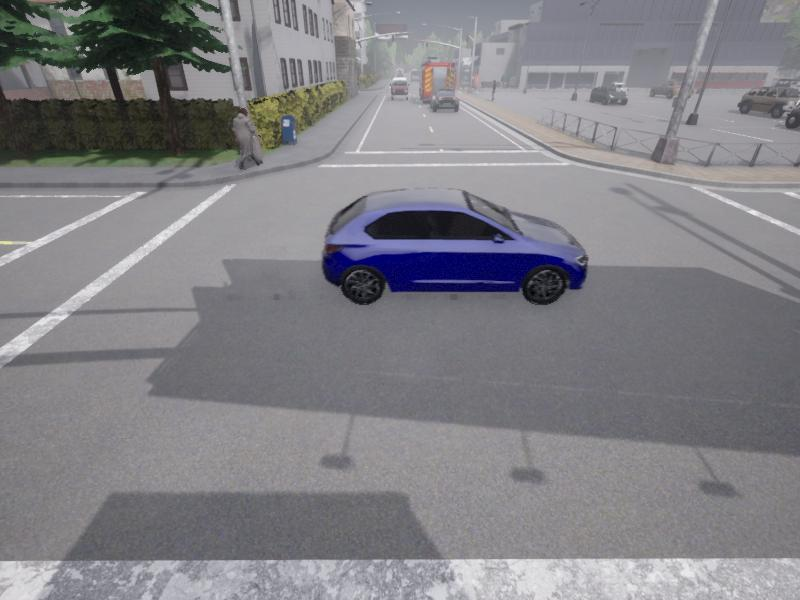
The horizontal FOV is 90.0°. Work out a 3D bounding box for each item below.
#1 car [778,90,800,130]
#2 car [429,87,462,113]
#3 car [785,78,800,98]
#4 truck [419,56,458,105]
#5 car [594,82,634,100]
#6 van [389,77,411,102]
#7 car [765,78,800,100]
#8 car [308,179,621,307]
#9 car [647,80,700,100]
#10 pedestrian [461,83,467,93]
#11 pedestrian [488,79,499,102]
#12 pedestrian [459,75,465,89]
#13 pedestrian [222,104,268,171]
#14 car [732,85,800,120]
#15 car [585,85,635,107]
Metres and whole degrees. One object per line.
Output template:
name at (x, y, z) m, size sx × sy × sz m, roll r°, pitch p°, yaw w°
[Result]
car at (22.620, -9.742, 20.762) m, size 1.905 × 1.878 × 3.866 m, roll 0°, pitch 30°, yaw 0°
car at (3.495, -15.889, 31.713) m, size 2.038 × 1.542 × 4.974 m, roll 0°, pitch 30°, yaw 0°
car at (44.679, -22.693, 42.984) m, size 1.932 × 1.855 × 4.605 m, roll 0°, pitch 30°, yaw 0°
truck at (3.503, -21.375, 38.836) m, size 2.891 × 3.827 × 8.468 m, roll 0°, pitch 30°, yaw 0°
car at (22.564, -22.177, 42.368) m, size 1.970 × 1.475 × 3.806 m, roll 0°, pitch 30°, yaw 0°
van at (-0.023, -21.670, 41.109) m, size 2.069 × 2.038 × 4.480 m, roll 0°, pitch 30°, yaw 0°
car at (41.775, -22.499, 42.612) m, size 1.905 × 1.878 × 3.866 m, roll 0°, pitch 30°, yaw 0°
car at (0.864, -0.992, 6.507) m, size 4.193 × 1.474 × 1.816 m, roll 0°, pitch 31°, yaw 0°
car at (28.980, -22.416, 42.622) m, size 2.152 × 1.636 × 5.027 m, roll 0°, pitch 30°, yaw 0°
pedestrian at (8.137, -27.097, 51.059) m, size 0.500 × 1.100 × 0.500 m, roll -9°, pitch 31°, yaw -14°
pedestrian at (8.864, -19.891, 37.962) m, size 0.751 × 1.860 × 0.751 m, roll 6°, pitch 31°, yaw 9°
pedestrian at (9.712, -34.266, 62.856) m, size 0.751 × 1.860 × 0.751 m, roll 2°, pitch 30°, yaw 3°
pedestrian at (-4.919, -5.178, 12.766) m, size 0.751 × 1.860 × 0.751 m, roll 18°, pitch 35°, yaw 28°
car at (25.886, -13.696, 27.574) m, size 1.932 × 1.855 × 4.605 m, roll 0°, pitch 30°, yaw 0°
car at (18.919, -18.561, 36.305) m, size 2.007 × 1.523 × 4.514 m, roll 0°, pitch 30°, yaw 0°
